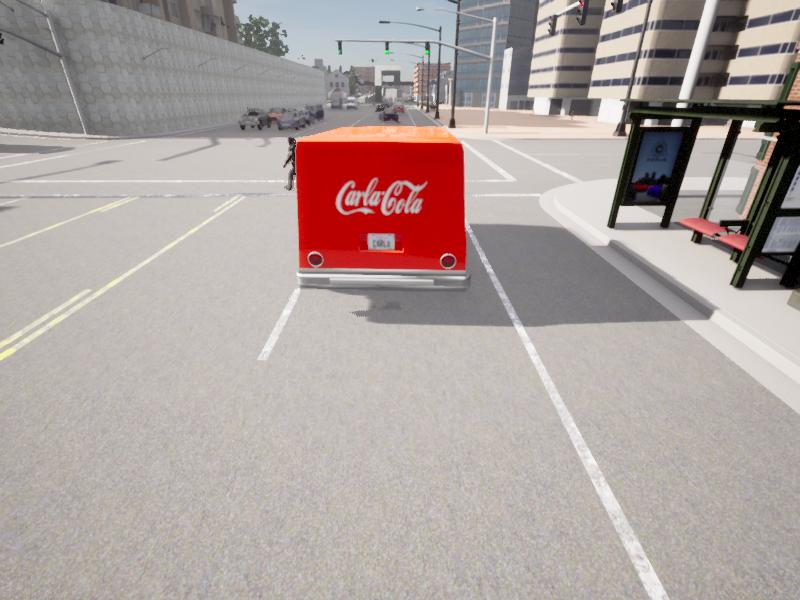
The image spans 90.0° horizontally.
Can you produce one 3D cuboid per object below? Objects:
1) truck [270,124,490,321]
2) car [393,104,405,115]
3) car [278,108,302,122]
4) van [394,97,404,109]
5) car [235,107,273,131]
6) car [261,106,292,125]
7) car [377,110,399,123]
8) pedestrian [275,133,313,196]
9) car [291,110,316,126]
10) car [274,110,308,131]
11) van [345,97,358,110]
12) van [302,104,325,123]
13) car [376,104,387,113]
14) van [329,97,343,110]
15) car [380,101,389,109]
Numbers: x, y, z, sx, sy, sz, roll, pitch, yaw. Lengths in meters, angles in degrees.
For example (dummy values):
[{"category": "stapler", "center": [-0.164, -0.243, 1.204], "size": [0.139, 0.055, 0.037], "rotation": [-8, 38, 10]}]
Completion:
[{"category": "truck", "center": [-0.150, -1.943, 7.640], "size": [2.627, 2.467, 5.204], "rotation": [1, 25, 2]}, {"category": "car", "center": [-0.160, -32.732, 68.801], "size": [2.007, 1.525, 4.514], "rotation": [0, 27, 0]}, {"category": "car", "center": [-14.118, -23.888, 51.548], "size": [1.816, 1.474, 4.193], "rotation": [0, 27, 0]}, {"category": "van", "center": [-0.230, -49.007, 99.432], "size": [2.351, 2.431, 6.366], "rotation": [0, 27, 0]}, {"category": "car", "center": [-14.091, -17.672, 38.995], "size": [1.932, 1.855, 4.605], "rotation": [0, 27, 0]}, {"category": "car", "center": [-14.107, -21.155, 45.874], "size": [2.097, 1.767, 4.553], "rotation": [0, 27, 0]}, {"category": "car", "center": [-1.508, -22.984, 49.983], "size": [1.895, 1.301, 4.718], "rotation": [-5, 28, -10]}, {"category": "pedestrian", "center": [-3.484, -4.508, 13.316], "size": [0.751, 1.860, 0.751], "rotation": [7, 28, 13]}, {"category": "car", "center": [-10.605, -20.254, 44.407], "size": [1.845, 1.501, 3.633], "rotation": [0, 27, 0]}, {"category": "car", "center": [-10.591, -17.649, 39.228], "size": [2.033, 1.649, 4.856], "rotation": [0, 27, 0]}, {"category": "van", "center": [-10.711, -43.564, 88.669], "size": [1.988, 2.561, 5.915], "rotation": [0, 27, 0]}, {"category": "van", "center": [-10.614, -23.126, 49.495], "size": [1.775, 1.987, 4.442], "rotation": [0, 28, 0]}, {"category": "car", "center": [-3.683, -37.780, 78.704], "size": [1.970, 1.475, 3.806], "rotation": [0, 27, 0]}, {"category": "van", "center": [-14.212, -43.860, 89.245], "size": [1.988, 2.561, 5.915], "rotation": [0, 27, 0]}, {"category": "car", "center": [-3.728, -47.971, 98.341], "size": [2.038, 1.542, 4.974], "rotation": [0, 27, 0]}]
